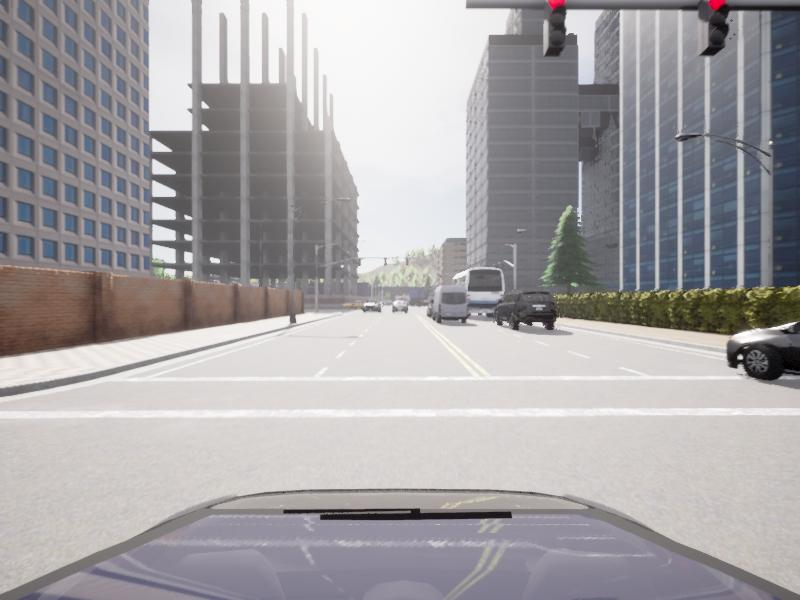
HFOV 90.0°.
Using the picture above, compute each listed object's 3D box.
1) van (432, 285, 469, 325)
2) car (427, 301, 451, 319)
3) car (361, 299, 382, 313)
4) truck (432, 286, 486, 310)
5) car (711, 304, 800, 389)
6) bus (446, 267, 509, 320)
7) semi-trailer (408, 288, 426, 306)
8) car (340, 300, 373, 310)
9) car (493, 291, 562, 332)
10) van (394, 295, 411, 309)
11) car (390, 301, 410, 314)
[{"bbox_3d":[3.508,0.326,28.902,1.988,2.561,5.915,0,0,0],"label":"van"},{"bbox_3d":[3.496,0.868,36.658,1.812,1.442,4.674,0,0,0],"label":"car"},{"bbox_3d":[-3.499,0.749,49.550,2.242,1.667,4.611,0,0,0],"label":"car"},{"bbox_3d":[9.908,-0.348,67.083,8.468,3.827,2.891,0,0,27],"label":"truck"},{"bbox_3d":[8.415,0.839,6.851,2.007,1.525,4.514,0,0,-19],"label":"car"},{"bbox_3d":[6.879,-0.539,37.675,3.944,4.253,10.273,0,0,0],"label":"bus"},{"bbox_3d":[4.585,-0.669,103.201,2.717,4.402,14.254,0,0,10],"label":"semi-trailer"},{"bbox_3d":[-7.105,0.785,65.777,5.366,1.575,1.801,0,-1,-44],"label":"car"},{"bbox_3d":[7.004,0.571,22.786,2.150,2.045,5.566,0,0,0],"label":"car"},{"bbox_3d":[0.419,0.352,70.967,2.351,2.431,6.366,0,0,-6],"label":"van"},{"bbox_3d":[-0.001,0.829,46.729,2.128,1.511,4.902,0,0,0],"label":"car"}]
